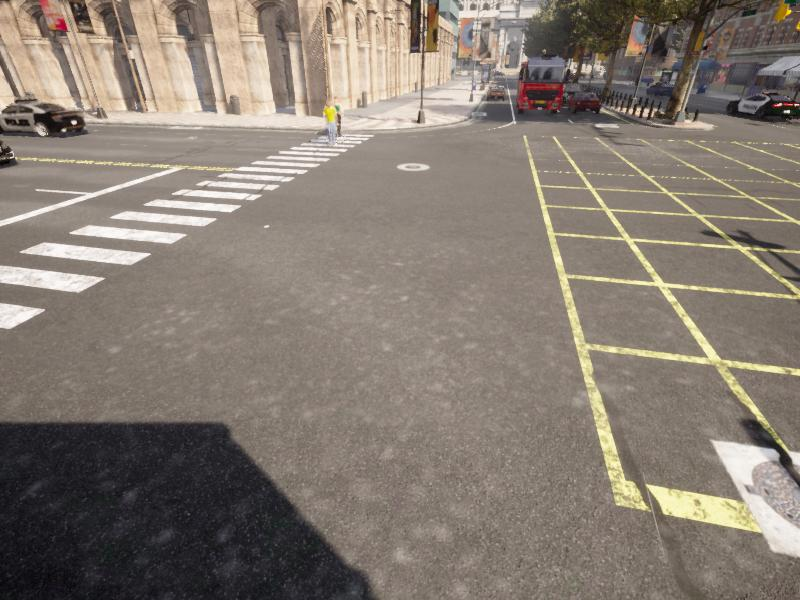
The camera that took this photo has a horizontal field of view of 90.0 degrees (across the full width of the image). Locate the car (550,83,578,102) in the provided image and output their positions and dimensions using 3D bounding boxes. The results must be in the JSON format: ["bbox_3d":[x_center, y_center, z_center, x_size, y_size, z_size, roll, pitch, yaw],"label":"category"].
[{"bbox_3d":[16.913,-21.521,41.426,1.970,1.475,3.806,7,31,11],"label":"car"}]

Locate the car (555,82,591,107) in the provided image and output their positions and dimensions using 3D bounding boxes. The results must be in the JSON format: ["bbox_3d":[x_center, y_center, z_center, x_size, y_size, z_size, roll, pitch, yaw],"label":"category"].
[{"bbox_3d":[15.615,-18.742,36.350,2.097,1.767,4.553,6,31,11],"label":"car"}]

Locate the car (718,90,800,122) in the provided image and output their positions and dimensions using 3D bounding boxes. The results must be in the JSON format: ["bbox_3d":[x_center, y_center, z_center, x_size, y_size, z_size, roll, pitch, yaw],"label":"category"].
[{"bbox_3d":[24.678,-13.335,27.354,2.038,1.542,4.974,2,30,3],"label":"car"}]

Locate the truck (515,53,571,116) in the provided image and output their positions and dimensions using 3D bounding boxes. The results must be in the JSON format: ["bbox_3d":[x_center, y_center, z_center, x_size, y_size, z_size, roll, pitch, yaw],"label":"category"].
[{"bbox_3d":[10.813,-16.895,31.170,2.891,3.827,8.468,6,31,11],"label":"truck"}]

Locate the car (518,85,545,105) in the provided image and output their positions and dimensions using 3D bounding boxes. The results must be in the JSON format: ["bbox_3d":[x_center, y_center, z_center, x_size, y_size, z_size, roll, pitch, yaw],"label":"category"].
[{"bbox_3d":[12.494,-19.655,38.227,1.970,1.475,3.806,6,31,11],"label":"car"}]

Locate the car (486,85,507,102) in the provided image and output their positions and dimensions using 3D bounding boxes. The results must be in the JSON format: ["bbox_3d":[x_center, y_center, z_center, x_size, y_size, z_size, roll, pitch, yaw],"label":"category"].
[{"bbox_3d":[9.978,-21.411,41.402,1.895,1.301,4.718,6,31,11],"label":"car"}]

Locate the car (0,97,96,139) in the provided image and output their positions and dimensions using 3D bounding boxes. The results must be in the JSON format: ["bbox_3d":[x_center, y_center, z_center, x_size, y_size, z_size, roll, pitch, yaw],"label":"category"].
[{"bbox_3d":[-18.709,-9.273,20.263,5.238,1.638,1.930,6,31,11],"label":"car"}]

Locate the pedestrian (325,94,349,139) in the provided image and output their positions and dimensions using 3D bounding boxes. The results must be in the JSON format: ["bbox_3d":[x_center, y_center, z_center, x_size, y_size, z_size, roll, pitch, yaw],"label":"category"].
[{"bbox_3d":[-2.982,-8.744,19.101,0.751,1.860,0.751,8,31,13],"label":"pedestrian"}]

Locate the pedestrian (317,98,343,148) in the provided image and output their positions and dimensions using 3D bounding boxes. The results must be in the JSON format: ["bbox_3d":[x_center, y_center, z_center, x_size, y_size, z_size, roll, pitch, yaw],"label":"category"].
[{"bbox_3d":[-2.948,-7.511,16.990,0.751,1.860,0.751,5,31,8],"label":"pedestrian"}]

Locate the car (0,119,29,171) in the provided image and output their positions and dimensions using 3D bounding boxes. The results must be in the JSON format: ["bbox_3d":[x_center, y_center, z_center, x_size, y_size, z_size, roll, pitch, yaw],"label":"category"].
[{"bbox_3d":[-15.828,-5.279,13.570,4.892,1.490,1.837,6,31,11],"label":"car"}]

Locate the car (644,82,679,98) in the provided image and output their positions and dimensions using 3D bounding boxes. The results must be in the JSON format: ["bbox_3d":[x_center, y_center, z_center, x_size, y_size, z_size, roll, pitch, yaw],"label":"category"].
[{"bbox_3d":[29.793,-24.023,45.751,1.812,1.442,4.674,6,31,11],"label":"car"}]

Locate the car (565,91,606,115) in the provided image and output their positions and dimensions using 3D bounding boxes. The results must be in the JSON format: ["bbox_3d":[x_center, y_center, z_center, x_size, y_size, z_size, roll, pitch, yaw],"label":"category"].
[{"bbox_3d":[14.102,-15.123,30.645,1.895,1.301,4.718,6,31,11],"label":"car"}]
